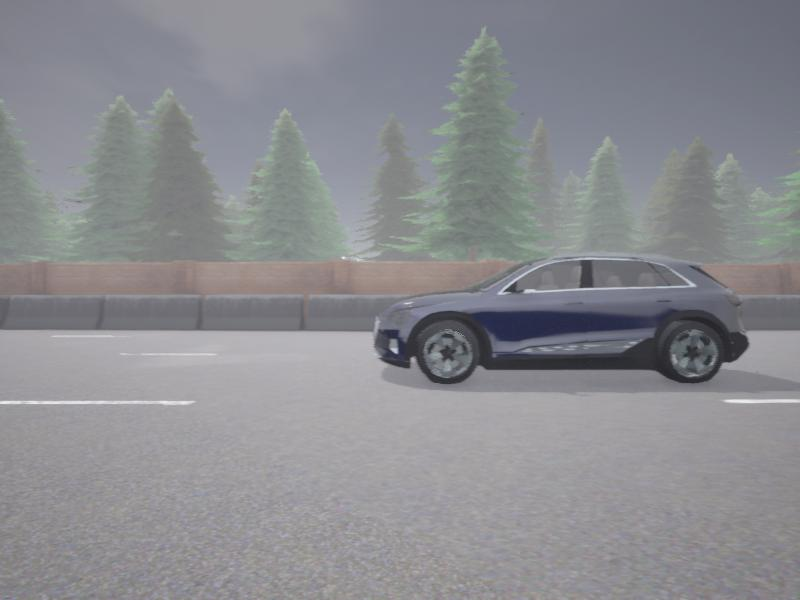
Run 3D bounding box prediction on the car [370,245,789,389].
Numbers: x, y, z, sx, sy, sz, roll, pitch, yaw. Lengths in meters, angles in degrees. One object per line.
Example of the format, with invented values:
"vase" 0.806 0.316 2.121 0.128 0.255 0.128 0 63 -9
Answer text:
"car" 2.066 0.191 5.633 4.856 1.649 2.033 0 1 -1
